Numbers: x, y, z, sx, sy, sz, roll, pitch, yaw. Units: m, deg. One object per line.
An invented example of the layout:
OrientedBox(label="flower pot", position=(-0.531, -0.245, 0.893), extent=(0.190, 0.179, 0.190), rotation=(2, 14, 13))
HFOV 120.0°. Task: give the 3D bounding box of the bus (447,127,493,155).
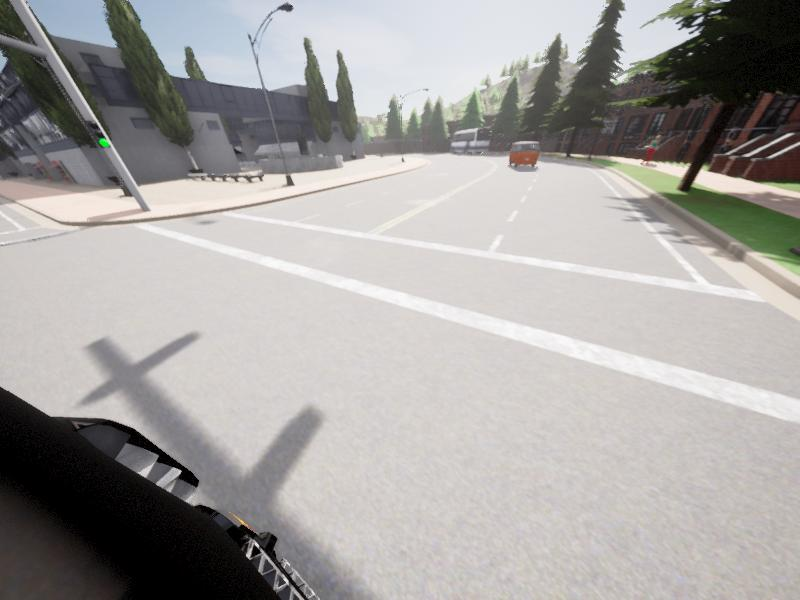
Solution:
OrientedBox(label="bus", position=(14.104, -32.711, 47.929), extent=(3.944, 4.253, 10.273), rotation=(-11, 35, -13))

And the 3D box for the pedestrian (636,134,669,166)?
OrientedBox(label="pedestrian", position=(17.933, -10.661, 16.465), extent=(0.751, 1.860, 0.751), rotation=(10, 36, 19))

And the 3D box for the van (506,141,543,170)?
OrientedBox(label="van", position=(11.305, -13.457, 21.379), extent=(1.775, 1.987, 4.442), rotation=(4, 35, 11))
